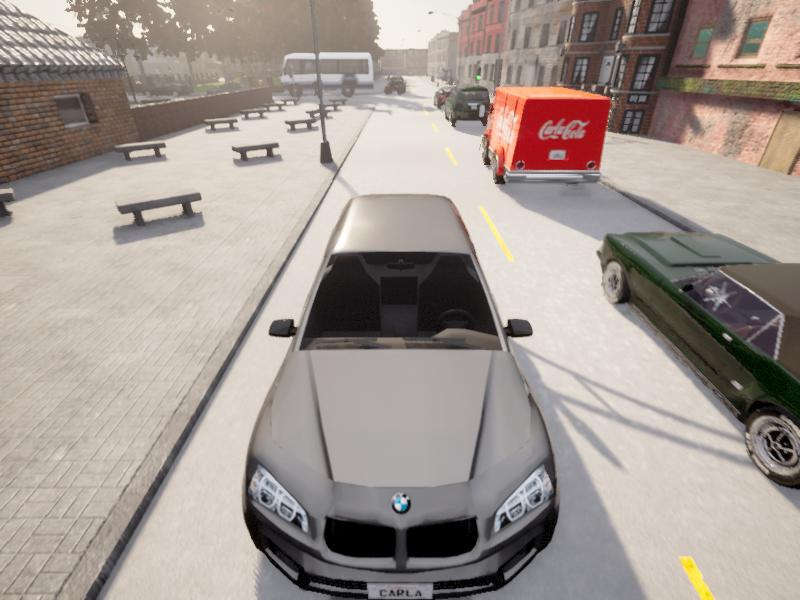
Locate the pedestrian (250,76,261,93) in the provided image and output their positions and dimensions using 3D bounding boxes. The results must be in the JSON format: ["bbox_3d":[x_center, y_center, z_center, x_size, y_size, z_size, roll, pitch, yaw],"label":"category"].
[{"bbox_3d":[-17.944,-26.719,49.583,0.751,1.860,0.751,0,30,0],"label":"pedestrian"}]

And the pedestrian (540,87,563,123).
[{"bbox_3d":[8.929,-11.498,23.565,0.751,1.860,0.751,0,30,0],"label":"pedestrian"}]

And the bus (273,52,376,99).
[{"bbox_3d":[-8.054,-24.580,43.813,10.273,4.253,3.944,-5,31,-9],"label":"bus"}]

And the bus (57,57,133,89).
[{"bbox_3d":[-49.294,-37.131,65.259,3.944,4.253,10.273,0,30,0],"label":"bus"}]

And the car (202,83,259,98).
[{"bbox_3d":[-19.017,-23.712,45.156,5.357,1.411,2.033,0,30,1],"label":"car"}]

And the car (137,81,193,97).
[{"bbox_3d":[-26.443,-23.802,45.164,5.008,1.535,1.882,0,30,0],"label":"car"}]

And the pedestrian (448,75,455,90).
[{"bbox_3d":[7.183,-30.400,55.881,0.751,1.860,0.751,6,31,11],"label":"pedestrian"}]

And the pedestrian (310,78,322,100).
[{"bbox_3d":[-8.386,-21.029,39.838,0.751,1.860,0.751,7,31,12],"label":"pedestrian"}]

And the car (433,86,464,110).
[{"bbox_3d":[3.957,-17.027,33.601,2.007,1.525,4.514,0,30,0],"label":"car"}]

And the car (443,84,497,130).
[{"bbox_3d":[3.985,-11.636,23.867,2.150,2.045,5.566,0,30,0],"label":"car"}]

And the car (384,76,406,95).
[{"bbox_3d":[-0.555,-26.502,49.438,1.905,1.878,3.866,5,31,9],"label":"car"}]

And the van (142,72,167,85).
[{"bbox_3d":[-45.374,-40.913,73.967,1.775,1.987,4.442,0,30,-1],"label":"van"}]

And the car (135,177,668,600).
[{"bbox_3d":[0.007,0.146,4.095,2.242,1.667,4.611,0,30,0],"label":"car"}]

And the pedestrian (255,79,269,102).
[{"bbox_3d":[-12.844,-19.491,37.207,0.751,1.860,0.751,-1,30,-2],"label":"pedestrian"}]

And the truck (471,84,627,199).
[{"bbox_3d":[4.000,-5.076,12.253,2.627,2.467,5.204,0,31,0],"label":"truck"}]

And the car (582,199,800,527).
[{"bbox_3d":[3.989,0.238,4.311,1.895,1.301,4.718,0,30,0],"label":"car"}]

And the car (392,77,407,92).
[{"bbox_3d":[-0.104,-29.621,55.019,1.930,1.638,5.238,0,30,0],"label":"car"}]
